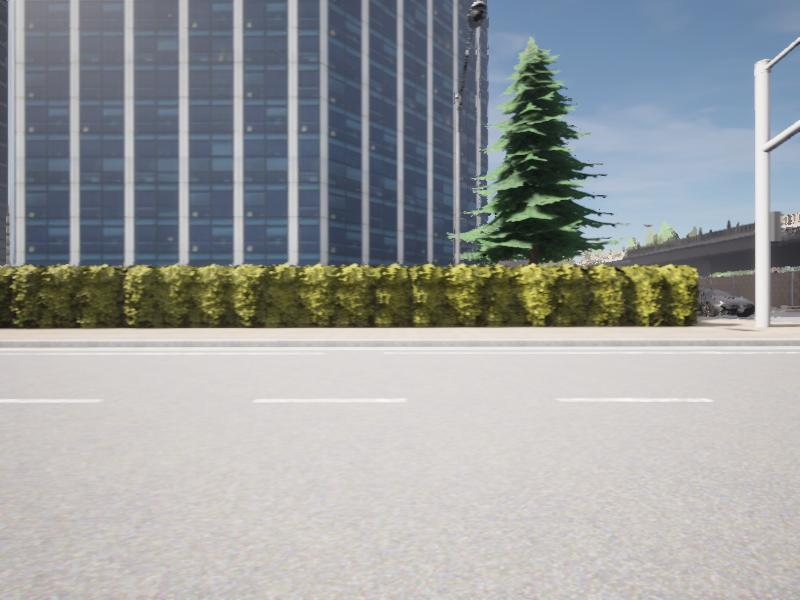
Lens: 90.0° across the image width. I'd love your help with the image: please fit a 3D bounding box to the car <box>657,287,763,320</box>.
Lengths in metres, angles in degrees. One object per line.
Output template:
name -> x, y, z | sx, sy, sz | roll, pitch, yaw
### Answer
car -> 15.825, 0.148, 20.788 | 2.007, 1.525, 4.514 | 0, 0, 0
